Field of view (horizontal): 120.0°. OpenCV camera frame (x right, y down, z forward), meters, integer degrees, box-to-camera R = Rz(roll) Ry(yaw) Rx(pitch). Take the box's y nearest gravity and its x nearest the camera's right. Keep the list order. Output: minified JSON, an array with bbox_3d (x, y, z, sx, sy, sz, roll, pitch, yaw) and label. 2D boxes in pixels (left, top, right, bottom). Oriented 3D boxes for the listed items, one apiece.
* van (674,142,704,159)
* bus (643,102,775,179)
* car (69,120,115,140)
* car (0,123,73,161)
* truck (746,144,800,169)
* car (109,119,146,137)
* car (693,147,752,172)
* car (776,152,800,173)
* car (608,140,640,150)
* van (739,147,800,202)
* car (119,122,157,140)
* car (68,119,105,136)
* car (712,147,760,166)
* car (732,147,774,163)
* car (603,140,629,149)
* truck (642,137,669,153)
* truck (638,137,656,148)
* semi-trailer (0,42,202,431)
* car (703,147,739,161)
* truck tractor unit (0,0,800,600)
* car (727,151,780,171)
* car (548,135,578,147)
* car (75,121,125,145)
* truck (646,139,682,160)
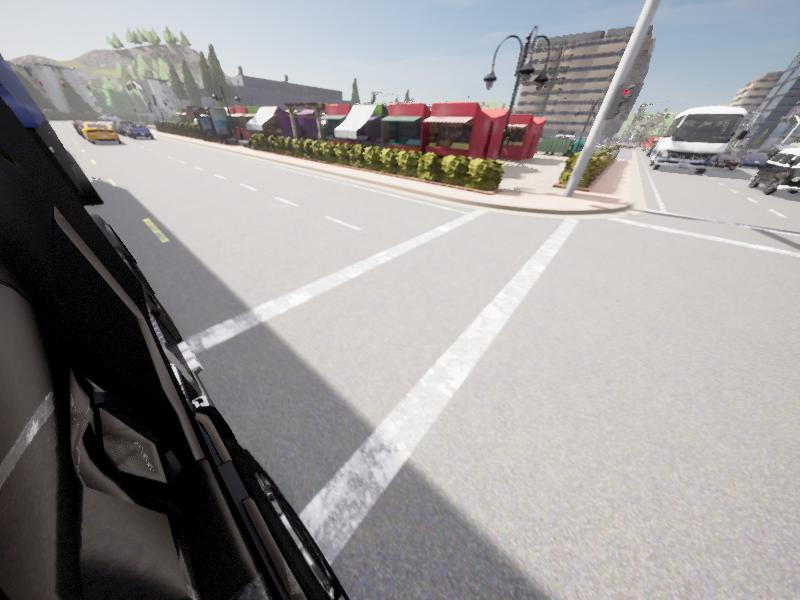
[{"bbox_3d":[45.192,-23.591,36.267,1.775,1.987,4.442,28,44,30],"label":"van"},{"bbox_3d":[24.907,-13.614,19.768,3.944,4.253,10.273,28,44,30],"label":"bus"},{"bbox_3d":[-32.418,-17.884,24.314,4.792,1.488,2.163,28,44,30],"label":"car"},{"bbox_3d":[-21.675,-9.381,13.613,4.792,1.488,2.163,28,44,30],"label":"car"},{"bbox_3d":[45.769,-17.473,28.032,2.390,2.098,6.274,28,44,30],"label":"truck"},{"bbox_3d":[-34.783,-21.943,29.474,4.856,1.649,2.033,28,44,30],"label":"car"},{"bbox_3d":[31.279,-13.831,22.655,2.152,1.651,5.027,28,43,30],"label":"car"},{"bbox_3d":[40.811,-13.834,23.310,1.789,1.549,3.705,28,44,30],"label":"car"},{"bbox_3d":[53.805,-37.229,55.511,5.366,1.575,1.801,28,44,30],"label":"car"},{"bbox_3d":[20.410,-6.481,11.796,2.069,2.038,4.480,28,44,30],"label":"van"},{"bbox_3d":[-29.796,-19.210,26.257,4.193,1.474,1.816,28,44,30],"label":"car"},{"bbox_3d":[-37.646,-20.697,27.704,5.008,1.535,1.882,28,44,30],"label":"car"},{"bbox_3d":[42.561,-18.352,29.405,2.152,1.651,5.027,28,43,30],"label":"car"},{"bbox_3d":[51.521,-21.272,33.853,1.930,1.638,5.238,28,44,30],"label":"car"},{"bbox_3d":[54.718,-39.441,58.600,4.514,1.525,2.007,28,43,29],"label":"car"},{"bbox_3d":[51.671,-31.572,46.942,2.627,2.467,5.204,28,44,30],"label":"truck"},{"bbox_3d":[73.186,-46.719,68.541,2.627,2.467,5.204,28,43,29],"label":"truck"},{"bbox_3d":[-8.696,-3.601,4.236,14.254,4.402,2.717,28,44,30],"label":"semi-trailer"},{"bbox_3d":[47.486,-21.718,34.293,2.007,1.525,4.514,28,44,30],"label":"car"},{"bbox_3d":[-2.645,-0.295,0.351,6.516,4.208,3.053,28,44,30],"label":"truck tractor unit"},{"bbox_3d":[37.949,-15.065,24.933,1.994,1.385,4.181,28,44,30],"label":"car"},{"bbox_3d":[35.002,-34.181,49.722,4.605,1.855,1.932,28,44,30],"label":"car"},{"bbox_3d":[-27.265,-15.171,20.961,5.008,1.535,1.882,28,43,30],"label":"car"},{"bbox_3d":[37.610,-21.671,33.137,2.390,2.098,6.274,28,44,30],"label":"truck"}]
